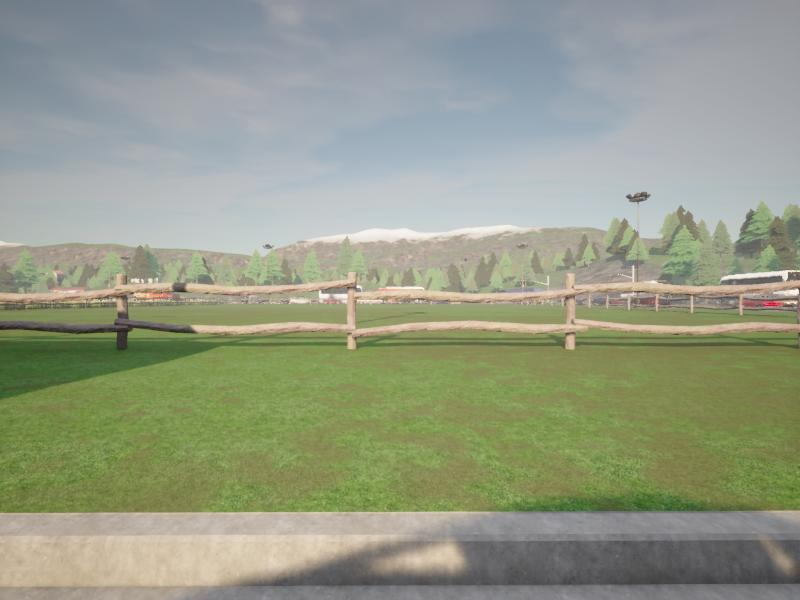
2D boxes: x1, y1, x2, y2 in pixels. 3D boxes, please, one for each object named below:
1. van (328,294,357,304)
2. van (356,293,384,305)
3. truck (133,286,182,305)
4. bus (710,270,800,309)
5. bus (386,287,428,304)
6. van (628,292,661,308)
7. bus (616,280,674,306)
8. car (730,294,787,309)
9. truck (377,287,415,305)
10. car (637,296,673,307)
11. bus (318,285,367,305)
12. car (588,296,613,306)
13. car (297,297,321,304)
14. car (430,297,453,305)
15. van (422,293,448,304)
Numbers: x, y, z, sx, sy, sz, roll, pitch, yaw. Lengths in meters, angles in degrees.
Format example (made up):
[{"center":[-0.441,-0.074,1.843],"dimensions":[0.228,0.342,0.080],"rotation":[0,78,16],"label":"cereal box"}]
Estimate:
[{"center":[-13.197,-0.222,91.895],"dimensions":[6.366,2.431,2.351],"rotation":[0,0,-1],"label":"van"},{"center":[-6.367,-0.277,84.962],"dimensions":[5.915,2.561,1.988],"rotation":[0,0,-1],"label":"van"},{"center":[-51.166,-0.925,84.507],"dimensions":[8.468,3.827,2.891],"rotation":[0,0,-1],"label":"truck"},{"center":[43.717,-1.137,48.786],"dimensions":[3.944,4.253,10.273],"rotation":[0,0,0],"label":"bus"},{"center":[1.668,-1.134,99.170],"dimensions":[10.273,4.253,3.944],"rotation":[0,0,-1],"label":"bus"},{"center":[33.344,-0.002,54.718],"dimensions":[1.775,1.987,4.442],"rotation":[0,0,0],"label":"van"},{"center":[43.660,-1.135,71.940],"dimensions":[3.944,4.253,10.273],"rotation":[0,0,-1],"label":"bus"},{"center":[40.330,0.157,45.182],"dimensions":[2.242,1.667,4.611],"rotation":[0,0,0],"label":"car"},{"center":[-0.890,-0.921,88.518],"dimensions":[8.468,3.827,2.891],"rotation":[0,0,-1],"label":"truck"},{"center":[36.849,0.251,58.004],"dimensions":[2.163,1.488,4.792],"rotation":[0,0,0],"label":"car"},{"center":[-12.581,-1.134,88.525],"dimensions":[10.273,4.253,3.944],"rotation":[0,0,-1],"label":"bus"},{"center":[36.731,0.157,73.450],"dimensions":[2.242,1.667,4.611],"rotation":[0,0,-2],"label":"car"},{"center":[-20.887,0.171,91.819],"dimensions":[5.238,1.638,1.930],"rotation":[0,0,-1],"label":"car"},{"center":[8.735,0.156,85.122],"dimensions":[4.611,1.667,2.242],"rotation":[0,0,-1],"label":"car"},{"center":[8.074,-0.278,92.113],"dimensions":[5.915,2.561,1.988],"rotation":[0,0,0],"label":"van"}]
